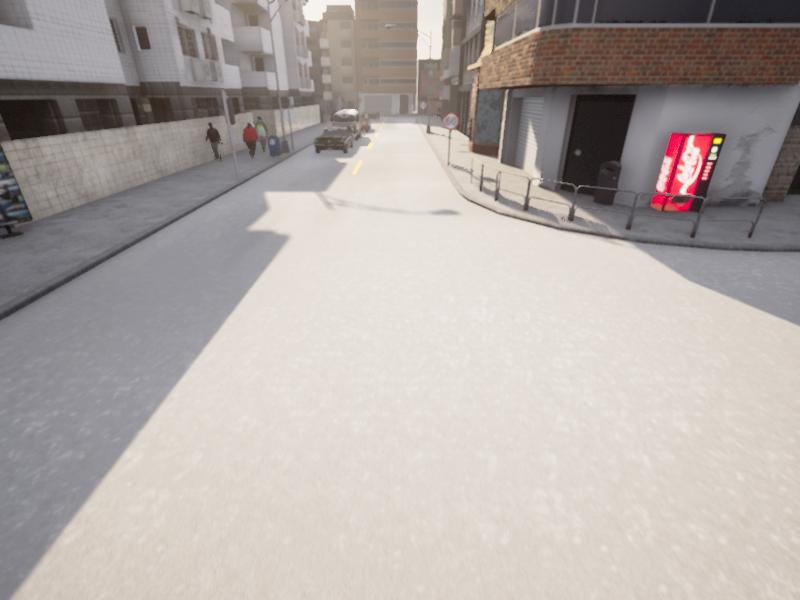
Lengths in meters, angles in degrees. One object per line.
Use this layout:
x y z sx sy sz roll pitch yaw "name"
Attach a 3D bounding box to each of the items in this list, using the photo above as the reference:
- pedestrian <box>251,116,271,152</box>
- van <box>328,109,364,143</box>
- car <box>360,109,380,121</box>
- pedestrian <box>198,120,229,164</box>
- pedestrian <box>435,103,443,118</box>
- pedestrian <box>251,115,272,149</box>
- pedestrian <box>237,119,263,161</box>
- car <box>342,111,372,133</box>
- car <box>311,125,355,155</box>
-7.921 -9.477 22.842 0.751 1.860 0.751 -12 29 -22 "pedestrian"
-3.977 -13.242 30.264 2.069 2.038 4.480 0 28 0 "van"
-4.060 -25.435 54.915 1.895 1.301 4.718 3 27 5 "car"
-8.715 -7.399 18.784 0.751 1.860 0.751 1 27 2 "pedestrian"
5.503 -26.802 56.683 0.751 1.860 0.751 -13 30 -25 "pedestrian"
-8.280 -10.057 23.975 0.751 1.860 0.751 -1 27 -2 "pedestrian"
-7.440 -7.958 19.874 0.751 1.860 0.751 -2 27 -4 "pedestrian"
-3.959 -16.796 37.630 2.242 1.667 4.611 0 27 0 "car"
-3.981 -9.865 24.501 1.895 1.301 4.718 0 27 0 "car"
